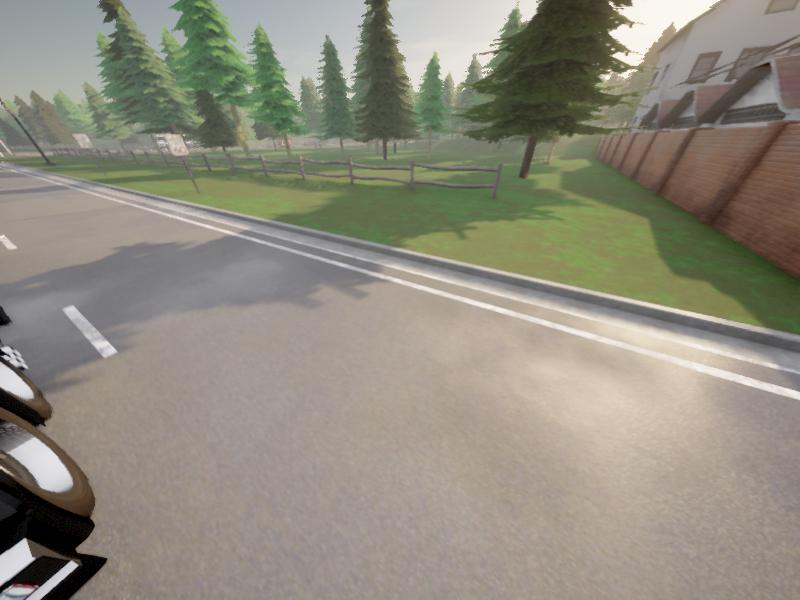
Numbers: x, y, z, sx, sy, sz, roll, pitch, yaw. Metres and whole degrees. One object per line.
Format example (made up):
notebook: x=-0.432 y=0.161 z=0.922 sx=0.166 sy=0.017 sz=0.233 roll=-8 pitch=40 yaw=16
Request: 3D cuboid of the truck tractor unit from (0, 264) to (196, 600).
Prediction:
truck tractor unit: x=-5.113 y=-0.296 z=0.792 sx=6.516 sy=4.208 sz=3.053 roll=18 pitch=39 yaw=24
